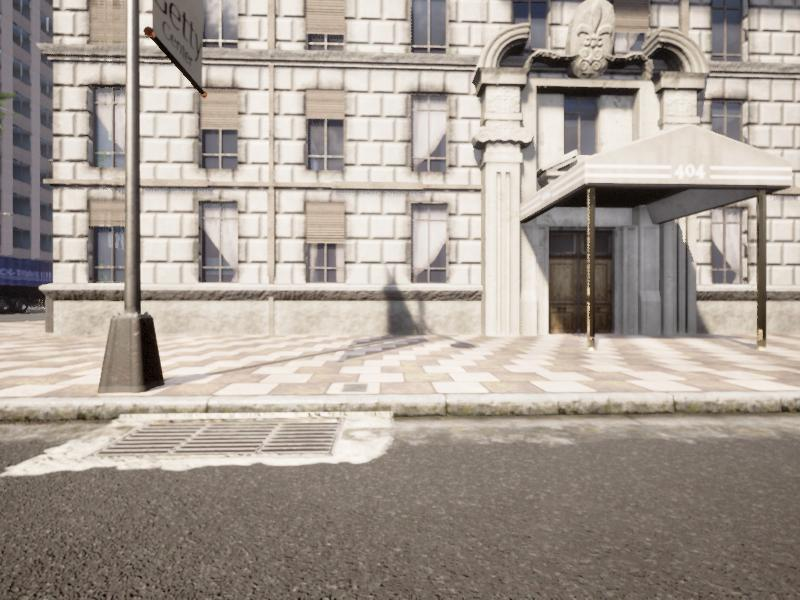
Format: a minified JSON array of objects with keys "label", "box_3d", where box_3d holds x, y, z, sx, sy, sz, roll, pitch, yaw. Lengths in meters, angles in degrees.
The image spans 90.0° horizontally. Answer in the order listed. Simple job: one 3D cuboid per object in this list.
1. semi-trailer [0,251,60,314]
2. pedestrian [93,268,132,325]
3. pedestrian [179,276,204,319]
[{"label":"semi-trailer","box_3d":[-29.156,-1.230,25.624,2.717,4.402,14.254,0,0,0]},{"label":"pedestrian","box_3d":[-9.610,-0.119,13.385,0.751,1.860,0.751,0,0,5]},{"label":"pedestrian","box_3d":[-9.305,-0.119,17.884,0.751,1.860,0.751,0,0,0]}]
